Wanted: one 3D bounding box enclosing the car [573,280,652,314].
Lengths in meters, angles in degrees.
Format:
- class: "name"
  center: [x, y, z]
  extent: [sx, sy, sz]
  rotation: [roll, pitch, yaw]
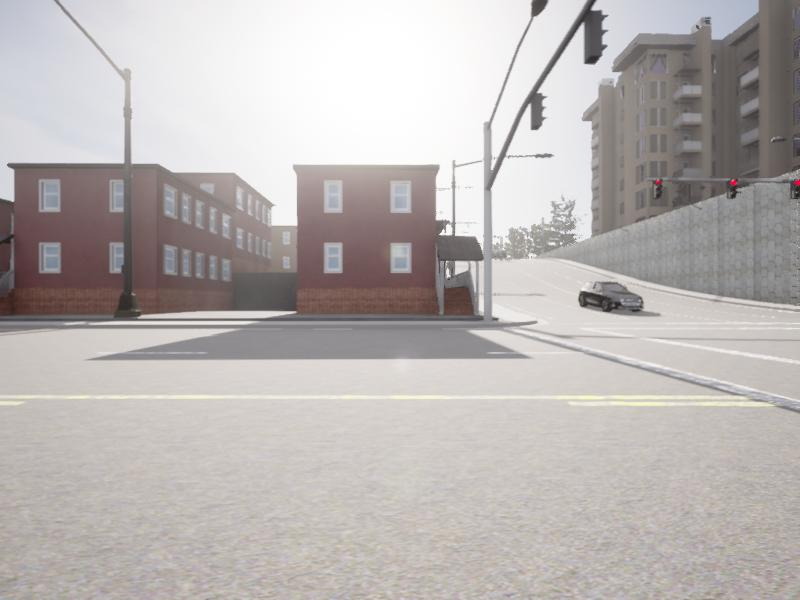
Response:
- class: "car"
  center: [12.313, -0.270, 23.650]
  extent: [2.033, 1.649, 4.856]
  rotation: [0, 5, 0]
